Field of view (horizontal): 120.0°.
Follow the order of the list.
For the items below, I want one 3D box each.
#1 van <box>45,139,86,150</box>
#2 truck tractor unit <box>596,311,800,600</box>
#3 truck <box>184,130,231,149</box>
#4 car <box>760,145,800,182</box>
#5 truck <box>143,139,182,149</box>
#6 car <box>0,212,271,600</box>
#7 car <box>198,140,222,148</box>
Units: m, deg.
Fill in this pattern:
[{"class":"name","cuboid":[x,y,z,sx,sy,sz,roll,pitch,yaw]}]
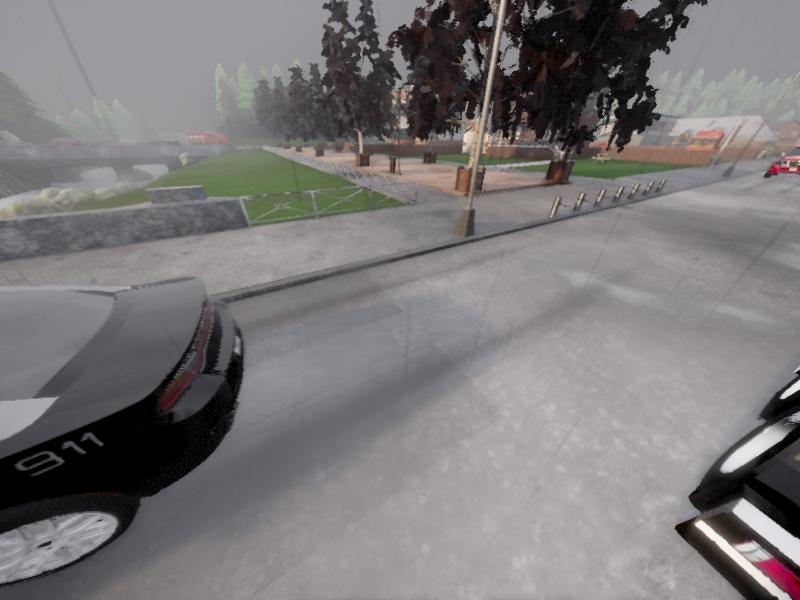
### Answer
[{"class":"van","cuboid":[-75.626,-35.336,52.338,4.442,1.987,1.775,-18,39,-24]},{"class":"truck tractor unit","cuboid":[5.184,-0.221,0.669,6.516,4.208,3.053,-15,37,-20]},{"class":"truck","cuboid":[-49.861,-41.895,60.364,8.468,3.827,2.891,-18,39,-24]},{"class":"car","cuboid":[29.884,-10.191,17.097,5.566,2.045,2.150,-18,39,-24]},{"class":"truck","cuboid":[-60.839,-40.234,59.397,6.274,2.098,2.390,-18,39,-24]},{"class":"car","cuboid":[-3.838,1.013,1.077,5.238,1.638,1.930,-19,39,-24]},{"class":"car","cuboid":[-52.182,-42.980,63.614,4.605,1.855,1.932,-18,39,-24]}]
